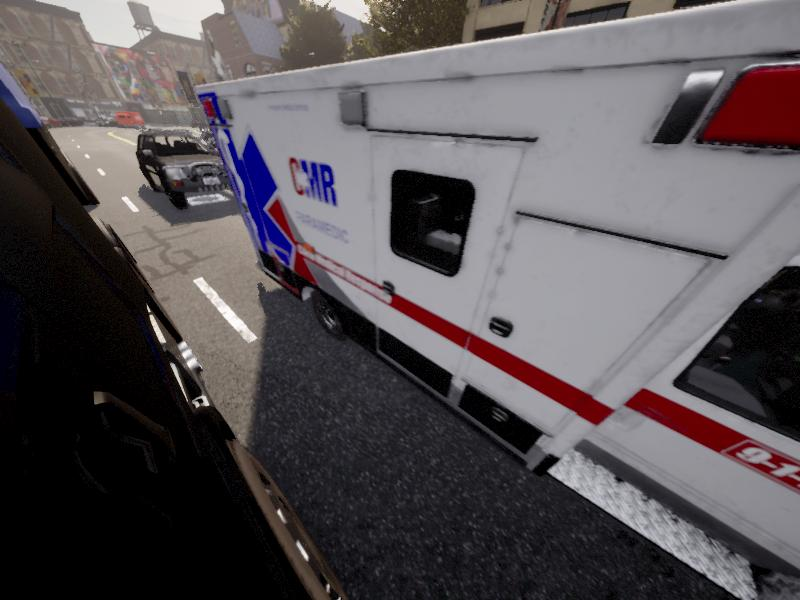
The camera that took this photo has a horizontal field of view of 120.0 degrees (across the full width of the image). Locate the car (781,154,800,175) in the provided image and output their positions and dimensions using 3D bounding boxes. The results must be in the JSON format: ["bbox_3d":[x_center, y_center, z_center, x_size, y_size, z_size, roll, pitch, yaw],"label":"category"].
[{"bbox_3d":[40.695,-13.238,22.709,1.837,1.490,4.892,28,43,29],"label":"car"}]

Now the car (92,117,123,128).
[{"bbox_3d":[-54.802,-33.276,43.373,1.970,1.475,3.806,-10,39,-17],"label":"car"}]

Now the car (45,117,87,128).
[{"bbox_3d":[-56.038,-29.901,38.858,1.895,1.301,4.718,-11,39,-17],"label":"car"}]

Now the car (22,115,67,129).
[{"bbox_3d":[-53.373,-26.836,34.815,2.002,1.452,4.674,-18,41,-25],"label":"car"}]

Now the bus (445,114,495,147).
[{"bbox_3d":[12.899,-30.799,42.063,3.944,4.253,10.273,28,44,30],"label":"bus"}]

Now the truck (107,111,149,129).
[{"bbox_3d":[-51.408,-34.161,43.872,2.627,2.467,5.204,-10,39,-17],"label":"truck"}]

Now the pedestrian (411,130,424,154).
[{"bbox_3d":[1.590,-14.857,21.742,0.751,1.860,0.751,-27,46,-34],"label":"pedestrian"}]

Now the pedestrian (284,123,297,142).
[{"bbox_3d":[-13.655,-20.954,28.897,0.751,1.860,0.751,12,38,12],"label":"pedestrian"}]

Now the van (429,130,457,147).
[{"bbox_3d":[6.770,-25.606,36.571,2.069,2.038,4.480,28,44,30],"label":"van"}]

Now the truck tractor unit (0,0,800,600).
[{"bbox_3d":[-2.645,-0.295,0.351,6.516,4.208,3.053,28,44,30],"label":"truck tractor unit"}]

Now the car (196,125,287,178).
[{"bbox_3d":[-8.238,-7.819,11.992,4.605,1.855,1.932,28,44,30],"label":"car"}]

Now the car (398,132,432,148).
[{"bbox_3d":[2.109,-22.230,32.097,1.930,1.638,5.238,28,44,30],"label":"car"}]

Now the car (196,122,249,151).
[{"bbox_3d":[-15.888,-14.666,20.637,4.605,1.855,1.932,28,44,30],"label":"car"}]

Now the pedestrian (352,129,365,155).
[{"bbox_3d":[-3.635,-13.924,20.413,0.751,1.860,0.751,31,45,32],"label":"pedestrian"}]

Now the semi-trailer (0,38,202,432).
[{"bbox_3d":[-8.734,-3.585,4.185,14.254,4.402,2.717,28,43,29],"label":"semi-trailer"}]

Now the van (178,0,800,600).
[{"bbox_3d":[0.892,-0.405,2.225,6.366,2.431,2.351,28,44,30],"label":"van"}]

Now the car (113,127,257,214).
[{"bbox_3d":[-7.046,-4.435,7.559,4.605,1.855,1.932,27,43,31],"label":"car"}]
